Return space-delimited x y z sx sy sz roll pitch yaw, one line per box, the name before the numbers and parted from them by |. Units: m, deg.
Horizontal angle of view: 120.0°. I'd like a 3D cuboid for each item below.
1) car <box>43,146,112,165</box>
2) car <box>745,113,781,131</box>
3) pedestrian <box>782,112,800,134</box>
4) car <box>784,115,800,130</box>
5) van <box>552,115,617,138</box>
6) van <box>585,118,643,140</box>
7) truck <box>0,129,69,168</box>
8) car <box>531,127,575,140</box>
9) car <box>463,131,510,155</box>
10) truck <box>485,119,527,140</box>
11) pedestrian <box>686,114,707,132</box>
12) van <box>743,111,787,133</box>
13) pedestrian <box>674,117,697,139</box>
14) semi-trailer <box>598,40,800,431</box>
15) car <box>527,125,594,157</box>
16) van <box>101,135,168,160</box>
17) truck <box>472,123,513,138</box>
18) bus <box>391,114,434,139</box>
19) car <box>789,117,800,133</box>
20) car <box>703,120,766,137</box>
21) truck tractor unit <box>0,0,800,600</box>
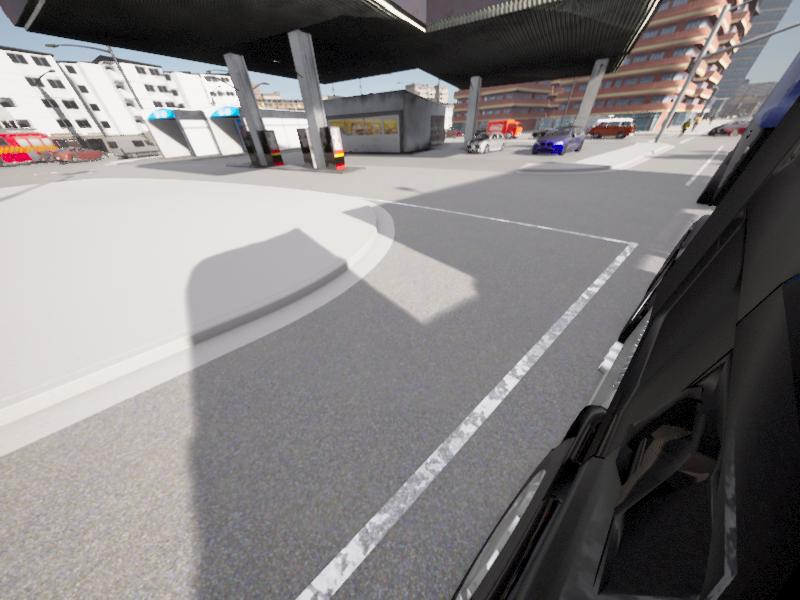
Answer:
car | -42.706 -19.387 30.857 2.152 1.651 5.027 1 37 4
car | 51.092 -25.181 32.585 4.605 1.855 1.932 -28 44 -30
pedestrian | 43.111 -19.239 25.107 0.751 1.860 0.751 -25 42 -27
car | 53.106 -23.356 30.352 4.792 1.488 2.163 -28 44 -30
van | 25.975 -24.562 32.853 2.351 2.431 6.366 -29 44 -30
van | 26.180 -21.048 28.464 2.069 2.038 4.480 -29 44 -31
truck | -49.862 -19.142 29.131 2.891 3.827 8.468 1 37 5
car | 21.690 -23.764 32.997 1.895 1.301 4.718 -29 44 -31
car | 7.686 -14.000 20.563 3.806 1.475 1.970 -28 44 -30
truck | 16.881 -27.394 37.169 2.627 2.467 5.204 -29 44 -30
pedestrian | 41.265 -24.592 32.126 0.751 1.860 0.751 1 37 4
van | 45.508 -22.271 28.903 4.480 2.038 2.069 -28 44 -30
pedestrian | 31.426 -18.956 25.452 0.751 1.860 0.751 -24 42 -26
semi-trailer | 8.692 -3.608 4.235 14.254 4.402 2.717 -28 44 -30
car | 11.957 -11.916 17.243 4.611 1.667 2.242 -28 44 -30
van | -38.475 -22.411 33.874 1.988 2.561 5.915 5 38 10
truck | 16.625 -30.601 41.784 2.390 2.098 6.274 -29 44 -30
bus | 2.720 -40.517 54.109 3.944 4.253 10.273 -29 44 -31
car | 47.715 -20.520 26.759 5.238 1.638 1.930 -28 44 -30
car | 37.571 -19.326 26.017 4.181 1.385 1.994 -9 37 -9
truck tractor unit | 2.645 -0.295 0.351 6.516 4.208 3.053 -28 44 -30
